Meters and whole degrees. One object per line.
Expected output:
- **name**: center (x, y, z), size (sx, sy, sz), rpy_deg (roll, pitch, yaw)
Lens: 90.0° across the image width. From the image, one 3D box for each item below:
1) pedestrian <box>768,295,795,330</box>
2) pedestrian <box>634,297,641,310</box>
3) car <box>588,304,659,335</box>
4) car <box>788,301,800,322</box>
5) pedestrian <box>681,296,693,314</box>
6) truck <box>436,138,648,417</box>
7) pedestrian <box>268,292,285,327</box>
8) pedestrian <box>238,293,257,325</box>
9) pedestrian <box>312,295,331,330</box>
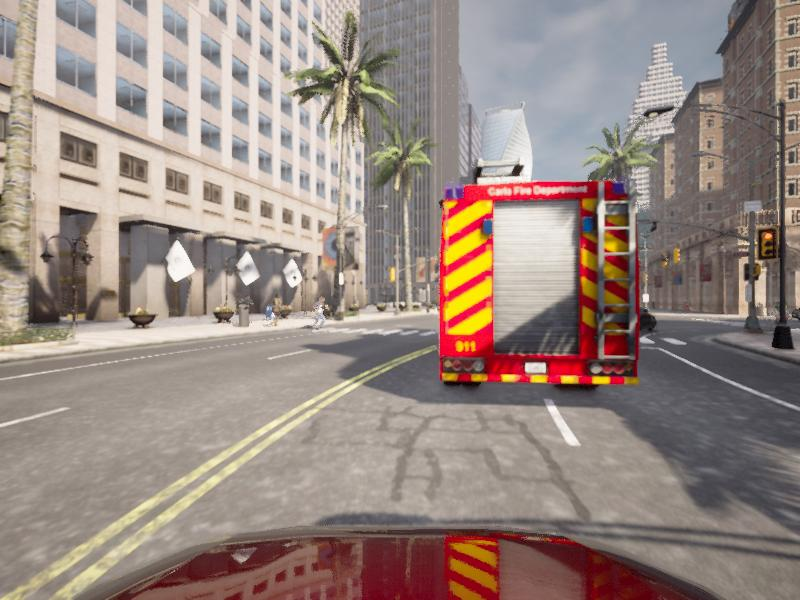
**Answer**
- **pedestrian**: center (20.799, 0.668, 21.813), size (0.751, 1.860, 0.751), rpy_deg (0, 0, 2)
- **pedestrian**: center (34.805, 0.565, 58.591), size (0.751, 1.860, 0.751), rpy_deg (0, 0, 22)
- **car**: center (11.640, 0.936, 20.687), size (4.181, 1.385, 1.994), rpy_deg (0, 0, -42)
- **car**: center (32.559, 0.872, 30.044), size (4.514, 1.525, 2.007), rpy_deg (0, 0, 23)
- **pedestrian**: center (29.950, 0.543, 41.749), size (0.751, 1.860, 0.751), rpy_deg (0, 0, -22)
- **truck**: center (2.444, -0.308, 9.852), size (2.891, 3.827, 8.468), rpy_deg (0, 0, 7)
- **pedestrian**: center (-6.668, 0.512, 21.554), size (0.751, 1.860, 0.751), rpy_deg (0, 0, -29)
- **pedestrian**: center (-8.872, 0.514, 23.281), size (0.751, 1.860, 0.751), rpy_deg (0, 0, 25)
- **pedestrian**: center (-4.229, 0.664, 21.510), size (0.751, 1.860, 0.751), rpy_deg (0, 0, 15)
